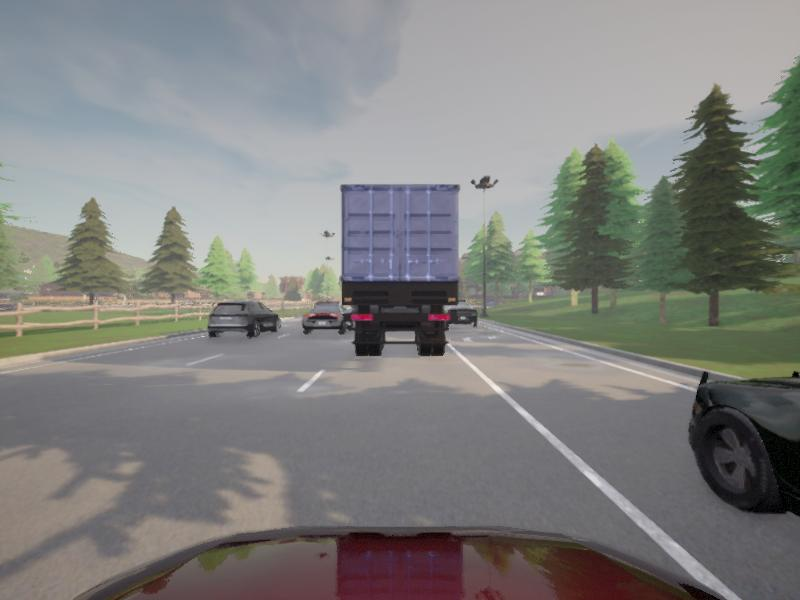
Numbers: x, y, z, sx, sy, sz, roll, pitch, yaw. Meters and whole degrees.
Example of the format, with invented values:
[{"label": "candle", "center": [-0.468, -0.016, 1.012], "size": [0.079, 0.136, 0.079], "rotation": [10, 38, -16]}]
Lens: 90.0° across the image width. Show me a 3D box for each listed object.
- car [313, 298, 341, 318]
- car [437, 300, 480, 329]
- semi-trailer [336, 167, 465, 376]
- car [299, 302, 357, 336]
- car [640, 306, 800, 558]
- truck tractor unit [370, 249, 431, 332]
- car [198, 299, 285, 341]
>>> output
[{"label": "car", "center": [-6.994, 0.707, 38.760], "size": [1.932, 1.855, 4.605], "rotation": [0, 0, 0]}, {"label": "car", "center": [3.503, 0.806, 24.867], "size": [1.930, 1.638, 5.238], "rotation": [0, 0, 0]}, {"label": "semi-trailer", "center": [0.005, -0.599, 15.568], "size": [2.717, 4.402, 14.254], "rotation": [0, 0, 0]}, {"label": "car", "center": [-3.496, 0.854, 20.418], "size": [2.038, 1.542, 4.974], "rotation": [0, 0, 0]}, {"label": "car", "center": [3.502, 0.829, 1.642], "size": [2.038, 1.542, 4.974], "rotation": [0, 0, 0]}, {"label": "truck tractor unit", "center": [0.011, -0.489, 23.487], "size": [3.053, 4.208, 6.516], "rotation": [0, 0, 0]}, {"label": "car", "center": [-6.997, 0.804, 18.312], "size": [2.033, 1.649, 4.856], "rotation": [0, 0, 0]}]
